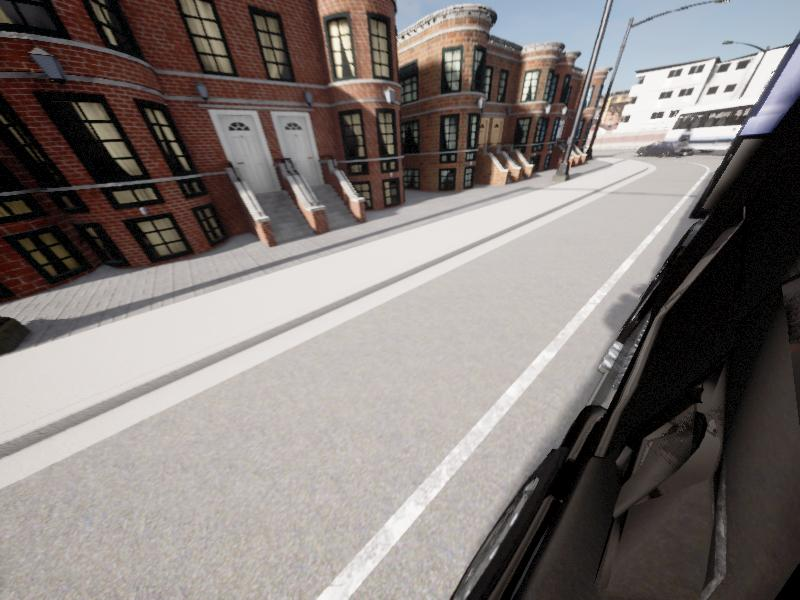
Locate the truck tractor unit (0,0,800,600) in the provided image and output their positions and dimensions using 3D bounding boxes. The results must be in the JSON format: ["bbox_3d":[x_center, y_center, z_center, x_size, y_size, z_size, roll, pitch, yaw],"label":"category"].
[{"bbox_3d":[2.645,-0.295,0.351,6.516,4.208,3.053,-28,44,-30],"label":"truck tractor unit"}]

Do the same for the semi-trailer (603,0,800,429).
[{"bbox_3d":[8.679,-3.455,4.466,14.254,4.402,2.717,-26,39,-32],"label":"semi-trailer"}]

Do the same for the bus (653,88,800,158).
[{"bbox_3d":[31.099,-16.119,21.661,3.944,4.253,10.273,2,33,8],"label":"bus"}]

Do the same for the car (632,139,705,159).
[{"bbox_3d":[27.713,-15.806,24.201,2.033,1.411,5.357,1,33,8],"label":"car"}]
